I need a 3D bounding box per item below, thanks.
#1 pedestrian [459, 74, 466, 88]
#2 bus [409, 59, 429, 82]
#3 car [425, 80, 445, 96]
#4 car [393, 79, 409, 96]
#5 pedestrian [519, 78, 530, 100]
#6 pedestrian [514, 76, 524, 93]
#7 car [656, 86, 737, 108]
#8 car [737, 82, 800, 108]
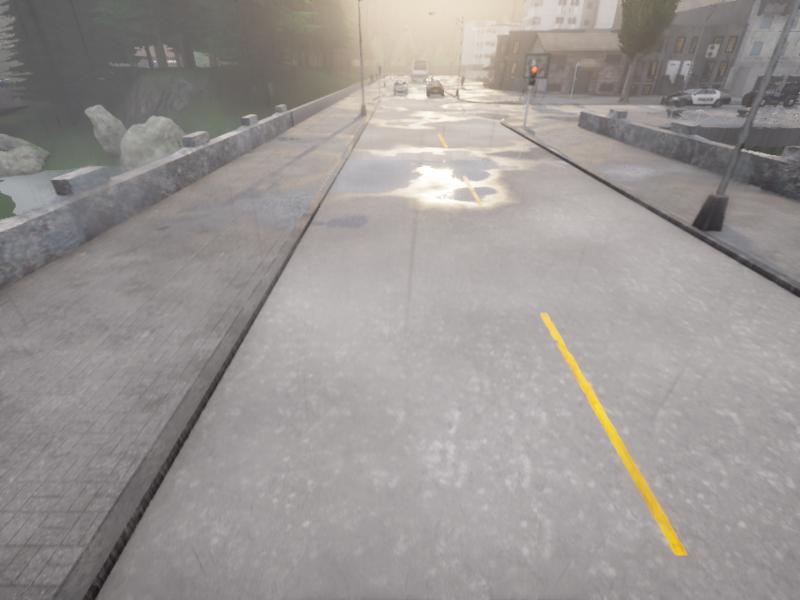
[{"bbox_3d":[9.345,-32.711,59.836,0.751,1.860,0.751,-2,30,-3],"label":"pedestrian"},{"bbox_3d":[4.151,-51.110,89.171,3.944,4.253,10.273,0,30,0],"label":"bus"},{"bbox_3d":[4.160,-25.566,48.201,2.038,1.542,4.974,0,30,0],"label":"car"},{"bbox_3d":[0.112,-25.989,48.846,1.851,1.617,3.988,0,30,0],"label":"car"},{"bbox_3d":[12.124,-20.550,39.026,0.751,1.860,0.751,5,31,9],"label":"pedestrian"},{"bbox_3d":[15.016,-27.277,50.552,0.751,1.860,0.751,-10,32,-17],"label":"pedestrian"},{"bbox_3d":[24.971,-17.168,33.843,4.974,1.542,2.038,0,30,0],"label":"car"},{"bbox_3d":[31.469,-17.330,33.764,3.866,1.878,1.905,0,30,0],"label":"car"}]
